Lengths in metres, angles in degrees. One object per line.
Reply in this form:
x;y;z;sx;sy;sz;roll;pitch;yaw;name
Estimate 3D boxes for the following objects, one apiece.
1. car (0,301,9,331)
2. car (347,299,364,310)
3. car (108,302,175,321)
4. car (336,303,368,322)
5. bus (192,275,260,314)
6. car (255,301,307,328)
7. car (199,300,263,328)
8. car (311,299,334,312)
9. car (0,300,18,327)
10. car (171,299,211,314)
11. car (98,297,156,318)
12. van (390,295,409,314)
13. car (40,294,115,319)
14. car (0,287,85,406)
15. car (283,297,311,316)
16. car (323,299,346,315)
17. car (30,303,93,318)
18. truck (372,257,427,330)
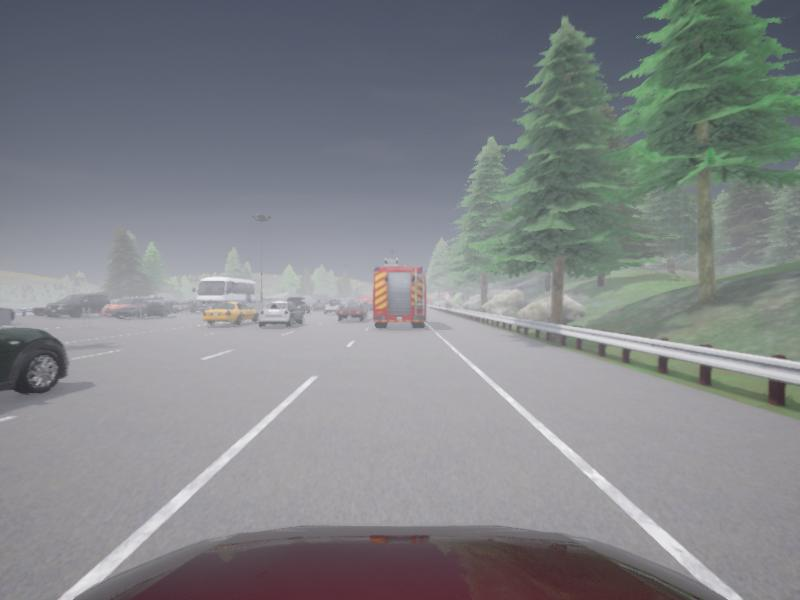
-21.022;0.818;17.945;2.128;1.511;4.902;0;0;0;car
-7.103;0.691;64.511;2.242;1.667;4.611;0;0;0;car
-21.049;0.861;32.880;2.033;1.411;5.357;0;0;0;car
-3.544;0.913;30.482;1.895;1.301;4.718;0;0;0;car
-20.954;-0.584;49.202;3.944;4.253;10.273;0;0;0;bus
-7.031;0.829;24.079;1.970;1.475;3.806;0;0;0;car
-10.535;0.775;25.403;1.801;1.575;5.366;0;0;0;car
-10.585;0.701;55.007;2.242;1.667;4.611;0;0;0;car
-24.530;0.800;22.123;2.038;1.542;4.974;0;1;0;car
-24.570;0.733;47.209;2.152;1.651;5.027;0;0;0;car
-24.553;0.658;36.187;2.097;1.767;4.553;0;0;0;car
-0.067;0.521;44.689;2.069;2.038;4.480;0;-1;0;van
-28.052;0.531;35.145;2.150;2.045;5.566;0;0;0;car
-7.002;0.690;5.296;2.097;1.767;4.553;0;0;0;car
-10.560;0.605;41.391;1.905;1.878;3.866;0;0;0;car
-7.064;0.744;43.701;1.851;1.617;3.988;0;0;0;car
-31.556;0.906;37.465;1.895;1.301;4.718;0;0;0;car
-0.029;-0.346;25.073;2.891;3.827;8.468;0;0;0;truck
